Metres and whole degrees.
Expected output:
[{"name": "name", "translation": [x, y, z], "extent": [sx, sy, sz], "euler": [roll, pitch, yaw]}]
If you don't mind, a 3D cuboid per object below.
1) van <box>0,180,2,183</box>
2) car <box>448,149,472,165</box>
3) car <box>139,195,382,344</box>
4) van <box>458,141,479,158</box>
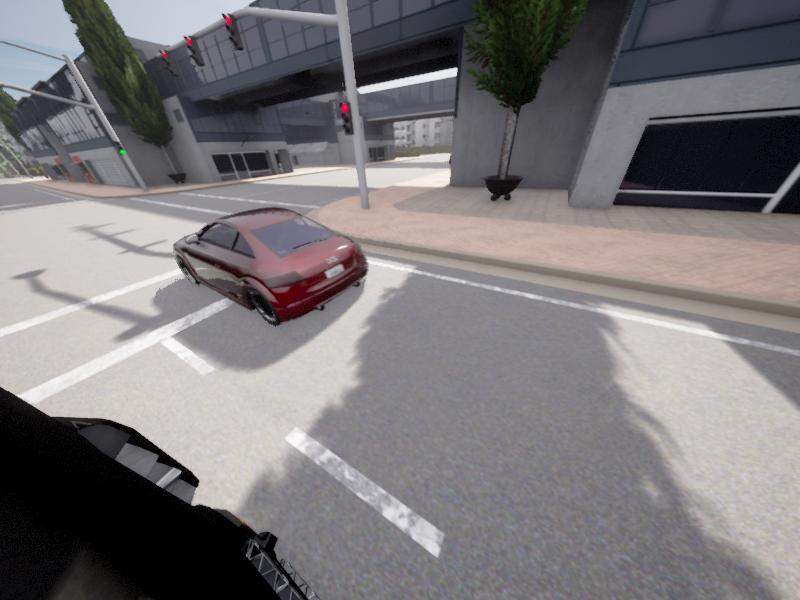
[{"name": "van", "translation": [-78.633, -23.485, 44.091], "extent": [4.442, 1.987, 1.775], "euler": [17, 38, 27]}, {"name": "car", "translation": [8.182, -19.533, 31.408], "extent": [1.851, 1.617, 3.988], "euler": [16, 38, 26]}, {"name": "car", "translation": [-2.677, -1.013, 4.497], "extent": [4.181, 1.385, 1.994], "euler": [18, 39, 28]}, {"name": "van", "translation": [13.124, -28.605, 43.882], "extent": [1.988, 2.561, 5.915], "euler": [16, 38, 26]}]
